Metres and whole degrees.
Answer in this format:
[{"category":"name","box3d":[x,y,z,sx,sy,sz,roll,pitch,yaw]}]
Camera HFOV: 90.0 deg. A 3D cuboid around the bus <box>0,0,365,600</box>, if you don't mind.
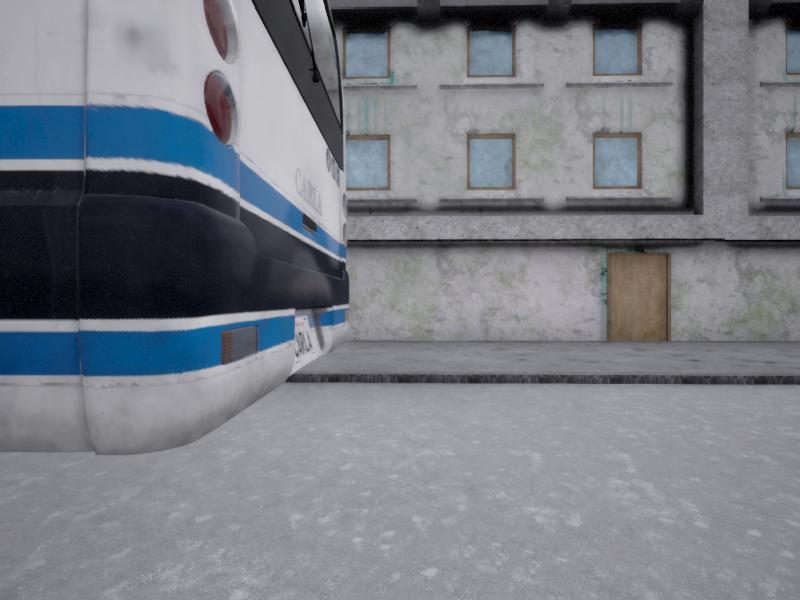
[{"category":"bus","box3d":[-5.575,-1.134,2.714,10.273,4.253,3.944,0,0,1]}]
